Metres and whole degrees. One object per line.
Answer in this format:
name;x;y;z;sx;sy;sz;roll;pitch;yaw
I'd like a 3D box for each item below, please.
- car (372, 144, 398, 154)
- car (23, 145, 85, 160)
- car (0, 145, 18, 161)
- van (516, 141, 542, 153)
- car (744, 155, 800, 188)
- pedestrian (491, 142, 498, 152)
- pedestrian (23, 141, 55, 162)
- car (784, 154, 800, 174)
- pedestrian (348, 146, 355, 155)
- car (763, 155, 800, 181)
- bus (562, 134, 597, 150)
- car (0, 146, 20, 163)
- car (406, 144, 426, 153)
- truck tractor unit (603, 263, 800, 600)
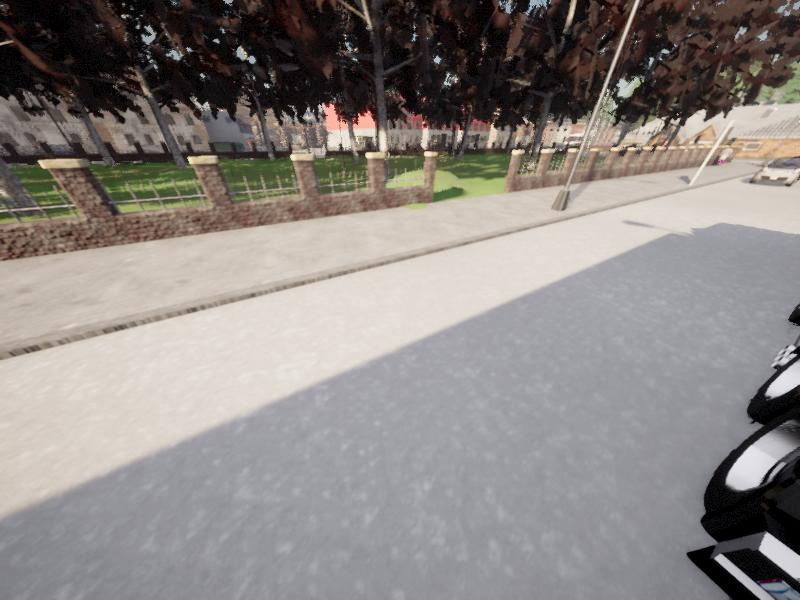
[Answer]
car;-2.920;-29.115;44.505;4.514;1.525;2.007;-18;39;-24
car;-43.169;-18.571;28.991;3.633;1.501;1.845;-18;39;-25
car;-48.746;-16.733;26.315;4.902;1.511;2.128;-18;39;-25
van;30.090;-35.837;54.068;2.069;2.038;4.480;-17;38;-25
car;24.554;-8.312;14.833;3.633;1.501;1.845;-19;39;-26
pedestrian;21.070;-34.178;51.480;0.751;1.860;0.751;-23;41;-29
pedestrian;-37.311;-15.364;23.916;0.751;1.860;0.751;-15;38;-20
car;36.844;-12.192;20.475;5.366;1.575;1.801;-18;39;-24
pedestrian;-7.874;-24.332;37.558;0.751;1.300;0.751;-18;39;-25
car;30.415;-10.098;17.572;5.357;1.411;2.033;-19;39;-25
bus;60.378;-53.303;77.828;10.273;4.253;3.944;-18;39;-24
car;-44.583;-15.435;24.515;3.806;1.475;1.970;-18;39;-25
car;3.301;-31.160;47.476;3.705;1.549;1.789;-18;39;-24
truck tractor unit;5.107;-0.304;0.789;6.516;4.208;3.053;-18;39;-24
